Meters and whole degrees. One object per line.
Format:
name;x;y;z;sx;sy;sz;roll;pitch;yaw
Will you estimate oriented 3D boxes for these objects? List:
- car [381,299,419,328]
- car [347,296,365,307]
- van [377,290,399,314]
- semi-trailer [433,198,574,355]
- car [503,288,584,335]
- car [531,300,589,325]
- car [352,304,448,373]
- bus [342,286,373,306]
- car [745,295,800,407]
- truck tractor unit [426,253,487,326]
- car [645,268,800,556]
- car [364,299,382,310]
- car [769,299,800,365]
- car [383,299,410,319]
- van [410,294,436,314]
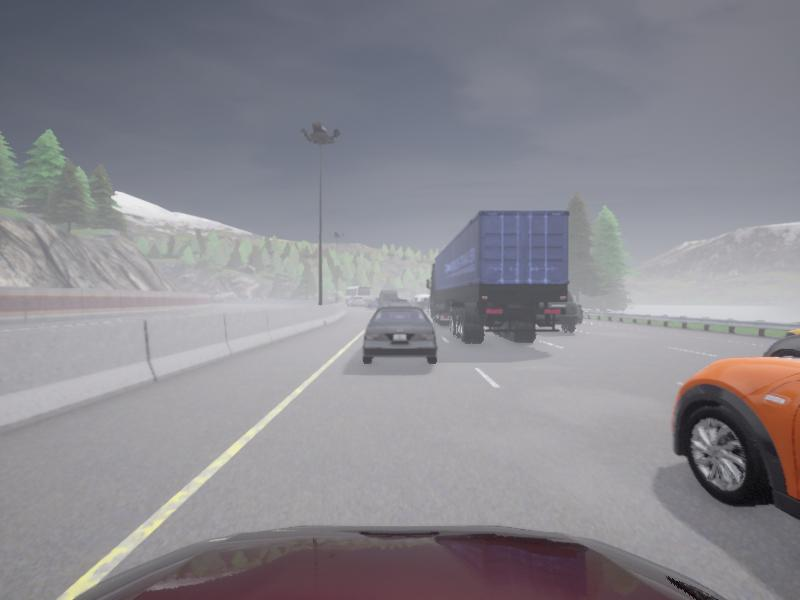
car;-0.025;0.740;23.759;2.038;1.542;4.974;0;0;-1
car;-8.305;0.310;74.930;2.150;2.045;5.566;0;0;-19
van;-1.407;0.166;45.286;1.988;2.561;5.915;0;0;-7
semi-trailer;3.492;-0.683;18.341;2.717;4.402;14.254;0;0;0
car;6.996;0.498;20.284;2.150;2.045;5.566;0;0;0
car;10.444;0.737;26.574;2.007;1.525;4.514;0;0;-1
car;-0.002;0.855;11.217;2.033;1.411;5.357;0;0;0
bus;-9.445;-0.837;87.282;3.944;4.253;10.273;0;0;-23
car;6.997;0.766;4.348;2.152;1.651;5.027;0;0;0
truck tractor unit;3.453;-0.613;26.259;3.053;4.208;6.516;0;0;-1
car;3.499;0.687;1.726;2.097;1.767;4.553;0;0;0
car;-4.118;0.620;60.160;2.007;1.525;4.514;0;0;-13
car;10.498;0.774;7.723;1.801;1.575;5.366;0;0;0
car;-0.379;0.707;34.313;2.038;1.542;4.974;0;0;-3
van;2.398;0.425;42.991;2.069;2.038;4.480;0;1;-6
